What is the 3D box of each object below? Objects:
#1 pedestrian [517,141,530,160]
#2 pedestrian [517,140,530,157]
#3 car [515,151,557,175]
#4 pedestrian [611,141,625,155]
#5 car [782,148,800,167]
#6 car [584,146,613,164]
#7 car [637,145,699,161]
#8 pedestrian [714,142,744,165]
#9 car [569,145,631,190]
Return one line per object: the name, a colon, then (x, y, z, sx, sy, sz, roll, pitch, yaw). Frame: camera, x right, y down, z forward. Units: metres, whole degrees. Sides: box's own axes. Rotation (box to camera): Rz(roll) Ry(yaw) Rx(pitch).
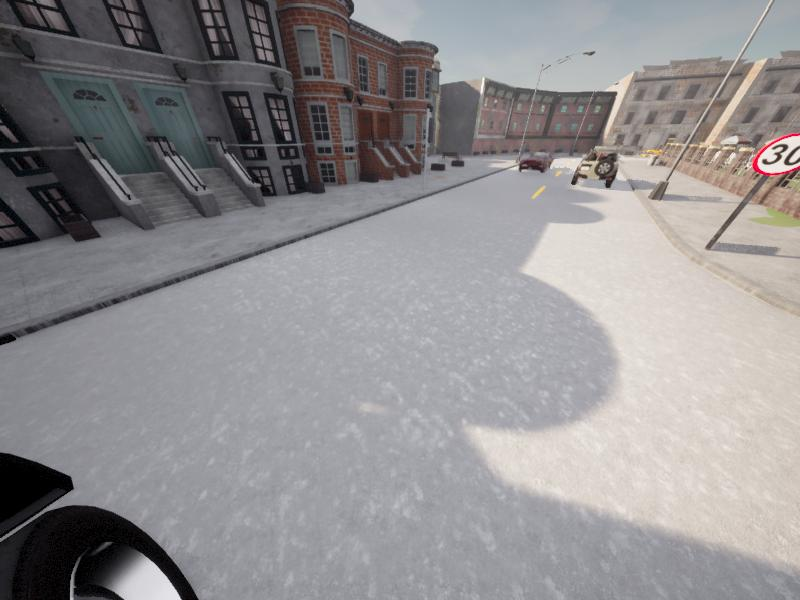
pedestrian: (14.575, -17.714, 27.331, 0.751, 1.860, 0.751, 25, 42, 31)
pedestrian: (16.937, -20.782, 31.703, 0.751, 1.860, 0.751, -25, 43, -32)
car: (11.110, -11.171, 18.728, 1.895, 1.301, 4.718, 23, 41, 28)
pedestrian: (33.777, -23.606, 35.844, 0.751, 1.860, 0.751, 12, 37, 16)
car: (42.629, -14.017, 22.818, 4.514, 1.525, 2.007, 23, 41, 29)
car: (22.729, -16.608, 26.380, 1.970, 1.475, 3.806, 24, 42, 30)
car: (35.345, -19.635, 30.723, 5.008, 1.535, 1.882, 21, 40, 26)
pedestrian: (33.057, -14.740, 23.257, 0.751, 1.860, 0.751, 21, 40, 26)
car: (11.862, -8.092, 13.864, 1.932, 1.855, 4.605, 22, 41, 28)
